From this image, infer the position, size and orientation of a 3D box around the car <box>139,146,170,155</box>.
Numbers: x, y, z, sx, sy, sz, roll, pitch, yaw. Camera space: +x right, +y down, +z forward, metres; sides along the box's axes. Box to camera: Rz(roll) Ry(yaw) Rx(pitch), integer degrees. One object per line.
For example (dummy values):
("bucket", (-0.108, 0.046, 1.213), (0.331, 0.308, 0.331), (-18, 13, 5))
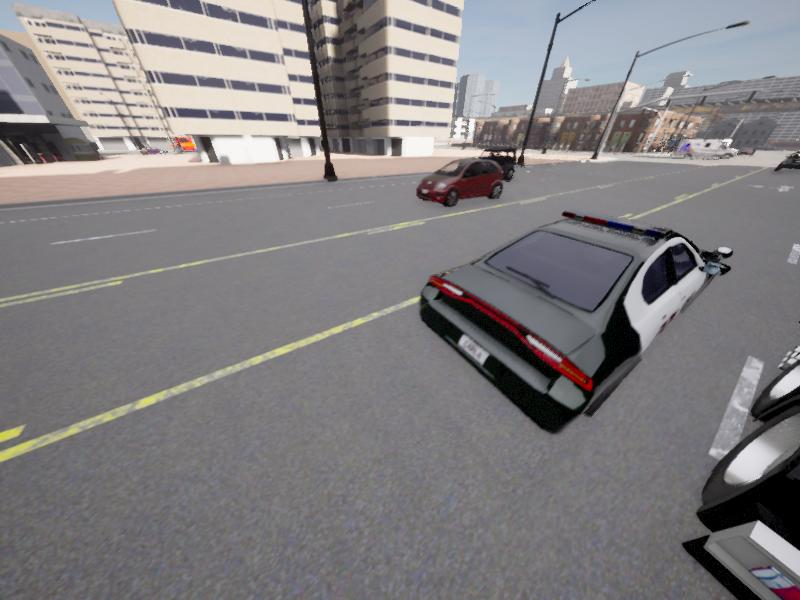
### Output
("car", (-53.962, -32.929, 50.899), (4.193, 1.474, 1.816), (-21, 40, -28))

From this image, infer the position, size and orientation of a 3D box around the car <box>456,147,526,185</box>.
("car", (5.887, -8.828, 15.063), (3.866, 1.878, 1.905), (-20, 40, -26))

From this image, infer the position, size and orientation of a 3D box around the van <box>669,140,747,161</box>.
("van", (44.755, -22.088, 33.962), (6.366, 2.431, 2.351), (27, 43, 33))

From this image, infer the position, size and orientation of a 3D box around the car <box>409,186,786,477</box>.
("car", (2.780, -0.419, 3.280), (4.974, 1.542, 2.038), (-20, 40, -27))

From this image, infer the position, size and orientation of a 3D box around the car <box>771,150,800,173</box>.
("car", (36.324, -12.635, 21.039), (3.988, 1.617, 1.851), (-20, 40, -26))

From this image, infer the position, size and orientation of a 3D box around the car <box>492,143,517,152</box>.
("car", (25.383, -37.364, 56.406), (1.930, 1.638, 5.238), (-20, 40, -27))

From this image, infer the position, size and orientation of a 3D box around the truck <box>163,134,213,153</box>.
("truck", (-54.837, -40.778, 60.191), (8.468, 3.827, 2.891), (-21, 40, -28))

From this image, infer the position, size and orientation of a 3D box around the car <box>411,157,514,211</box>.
("car", (2.684, -5.173, 10.037), (3.988, 1.617, 1.851), (-20, 40, -26))

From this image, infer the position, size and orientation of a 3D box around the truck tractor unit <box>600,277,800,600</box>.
("truck tractor unit", (5.130, -0.281, 0.749), (6.516, 4.208, 3.053), (-17, 39, -23))

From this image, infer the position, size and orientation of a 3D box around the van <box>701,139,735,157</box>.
("van", (59.601, -28.594, 43.323), (5.915, 2.561, 1.988), (-21, 40, -26))
